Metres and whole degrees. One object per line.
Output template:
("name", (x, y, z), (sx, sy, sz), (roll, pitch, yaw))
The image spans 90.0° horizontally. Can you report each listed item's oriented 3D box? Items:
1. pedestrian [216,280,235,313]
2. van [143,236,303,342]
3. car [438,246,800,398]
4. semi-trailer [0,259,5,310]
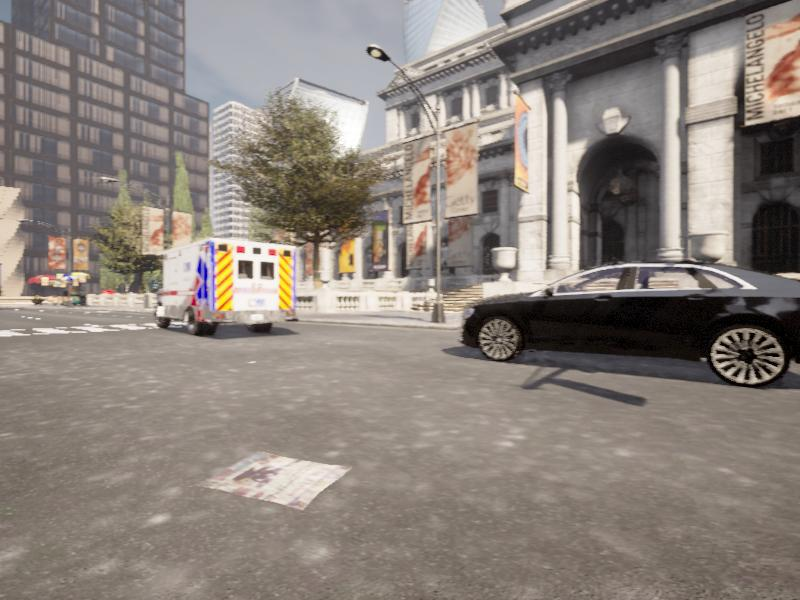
("pedestrian", (-9.963, -0.187, 22.823), (0.751, 1.860, 0.751), (0, 0, 42))
("van", (-5.724, -0.263, 12.301), (6.366, 2.431, 2.351), (0, 0, 45))
("car", (3.215, 0.215, 5.923), (4.902, 1.511, 2.128), (0, 0, 37))
("semi-trailer", (-41.903, -1.336, 36.191), (14.254, 4.402, 2.717), (0, 0, 19))
